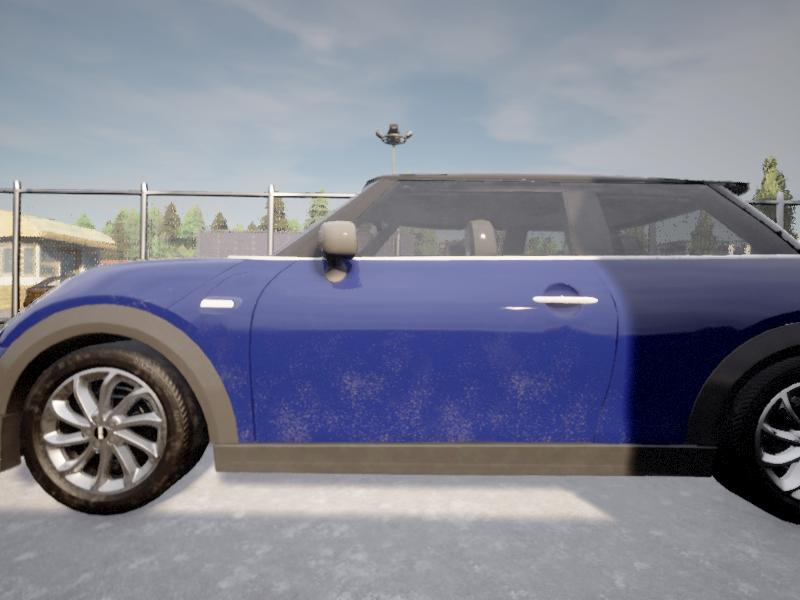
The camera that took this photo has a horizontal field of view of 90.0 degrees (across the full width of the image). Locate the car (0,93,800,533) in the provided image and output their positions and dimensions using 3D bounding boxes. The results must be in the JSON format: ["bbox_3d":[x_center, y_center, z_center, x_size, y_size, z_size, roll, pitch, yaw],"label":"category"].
[{"bbox_3d":[0.163,0.055,2.702,4.553,1.767,2.097,1,0,0],"label":"car"}]

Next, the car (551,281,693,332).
[{"bbox_3d":[7.210,0.203,13.294,3.705,1.547,1.789,1,0,0],"label":"car"}]
